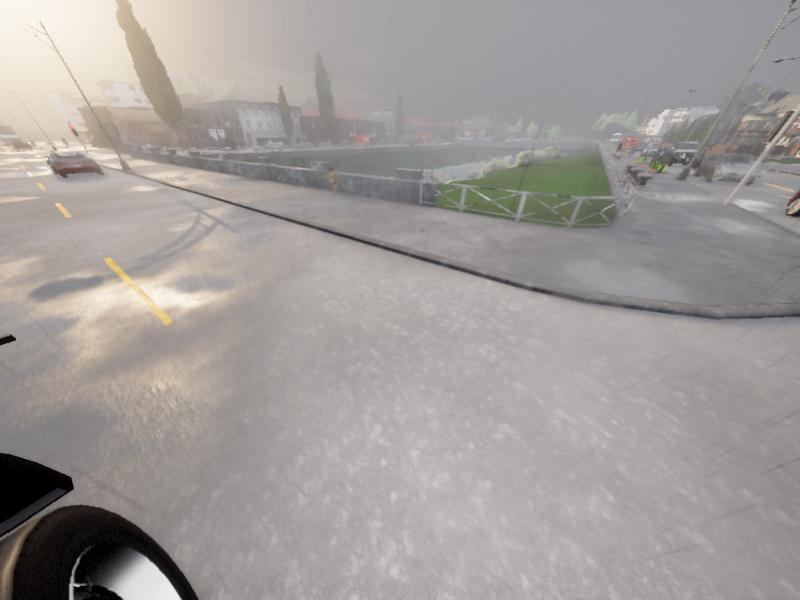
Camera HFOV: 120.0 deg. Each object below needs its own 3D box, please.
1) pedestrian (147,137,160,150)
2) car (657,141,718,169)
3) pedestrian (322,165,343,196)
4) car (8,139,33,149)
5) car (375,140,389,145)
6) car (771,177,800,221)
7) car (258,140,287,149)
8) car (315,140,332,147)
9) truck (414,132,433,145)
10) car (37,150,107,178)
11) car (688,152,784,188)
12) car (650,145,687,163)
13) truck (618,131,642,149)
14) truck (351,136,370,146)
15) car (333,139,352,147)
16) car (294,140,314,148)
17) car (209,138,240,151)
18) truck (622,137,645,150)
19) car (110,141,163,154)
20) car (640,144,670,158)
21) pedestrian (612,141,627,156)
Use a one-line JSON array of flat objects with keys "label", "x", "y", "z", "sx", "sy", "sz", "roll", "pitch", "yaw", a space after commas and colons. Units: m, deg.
[{"label": "pedestrian", "x": -43.803, "y": -27.760, "z": 41.034, "sx": 0.751, "sy": 1.860, "sz": 0.751, "roll": 19, "pitch": 39, "yaw": 24}, {"label": "car", "x": 27.847, "y": -14.314, "z": 22.676, "sx": 2.150, "sy": 2.045, "sz": 5.566, "roll": 22, "pitch": 40, "yaw": 28}, {"label": "pedestrian", "x": -2.935, "y": -5.213, "z": 10.082, "sx": 0.500, "sy": 1.100, "sz": 0.500, "roll": 22, "pitch": 41, "yaw": 28}, {"label": "car", "x": -77.876, "y": -32.061, "z": 47.362, "sx": 4.974, "sy": 1.542, "sz": 2.038, "roll": 22, "pitch": 41, "yaw": 28}, {"label": "car", "x": -5.860, "y": -52.470, "z": 76.951, "sx": 1.837, "sy": 1.490, "sz": 4.892, "roll": 22, "pitch": 41, "yaw": 28}, {"label": "car", "x": 13.927, "y": -2.694, "z": 6.515, "sx": 1.882, "sy": 1.535, "sz": 5.008, "roll": 22, "pitch": 40, "yaw": 28}, {"label": "car", "x": -28.064, "y": -34.316, "z": 50.913, "sx": 2.152, "sy": 1.651, "sz": 5.027, "roll": 22, "pitch": 41, "yaw": 28}, {"label": "car", "x": -19.959, "y": -40.960, "z": 60.417, "sx": 1.851, "sy": 1.617, "sz": 3.988, "roll": 22, "pitch": 41, "yaw": 28}, {"label": "truck", "x": 8.987, "y": -61.558, "z": 87.946, "sx": 2.891, "sy": 3.827, "sz": 8.468, "roll": 22, "pitch": 41, "yaw": 28}, {"label": "car", "x": -22.661, "y": -9.476, "z": 15.957, "sx": 4.181, "sy": 1.385, "sz": 1.994, "roll": 22, "pitch": 41, "yaw": 28}, {"label": "car", "x": 20.921, "y": -8.431, "z": 14.723, "sx": 2.007, "sy": 1.525, "sz": 4.514, "roll": 22, "pitch": 41, "yaw": 28}, {"label": "car", "x": 31.993, "y": -17.532, "z": 27.654, "sx": 1.851, "sy": 1.617, "sz": 3.988, "roll": 22, "pitch": 41, "yaw": 28}, {"label": "truck", "x": 64.598, "y": -45.141, "z": 65.156, "sx": 2.891, "sy": 3.827, "sz": 8.468, "roll": 22, "pitch": 41, "yaw": 28}, {"label": "truck", "x": -11.749, "y": -48.061, "z": 69.758, "sx": 2.627, "sy": 2.467, "sz": 5.204, "roll": 22, "pitch": 43, "yaw": 28}, {"label": "car", "x": -16.147, "y": -44.095, "z": 64.866, "sx": 1.930, "sy": 1.638, "sz": 5.238, "roll": 22, "pitch": 41, "yaw": 28}, {"label": "car", "x": -23.365, "y": -38.170, "z": 56.431, "sx": 1.851, "sy": 1.617, "sz": 3.988, "roll": 22, "pitch": 41, "yaw": 28}, {"label": "car", "x": -33.623, "y": -29.868, "z": 44.327, "sx": 1.905, "sy": 1.878, "sz": 3.866, "roll": 22, "pitch": 40, "yaw": 28}, {"label": "truck", "x": 56.002, "y": -37.544, "z": 55.488, "sx": 2.627, "sy": 2.467, "sz": 5.204, "roll": 22, "pitch": 41, "yaw": 28}, {"label": "car", "x": -40.799, "y": -23.790, "z": 35.953, "sx": 2.038, "sy": 1.542, "sz": 4.974, "roll": 22, "pitch": 41, "yaw": 27}, {"label": "car", "x": 37.576, "y": -22.072, "z": 34.206, "sx": 2.038, "sy": 1.542, "sz": 4.974, "roll": 22, "pitch": 41, "yaw": 28}, {"label": "pedestrian", "x": 32.556, "y": -22.527, "z": 34.298, "sx": 0.751, "sy": 1.860, "sz": 0.751, "roll": 8, "pitch": 36, "yaw": 11}]
